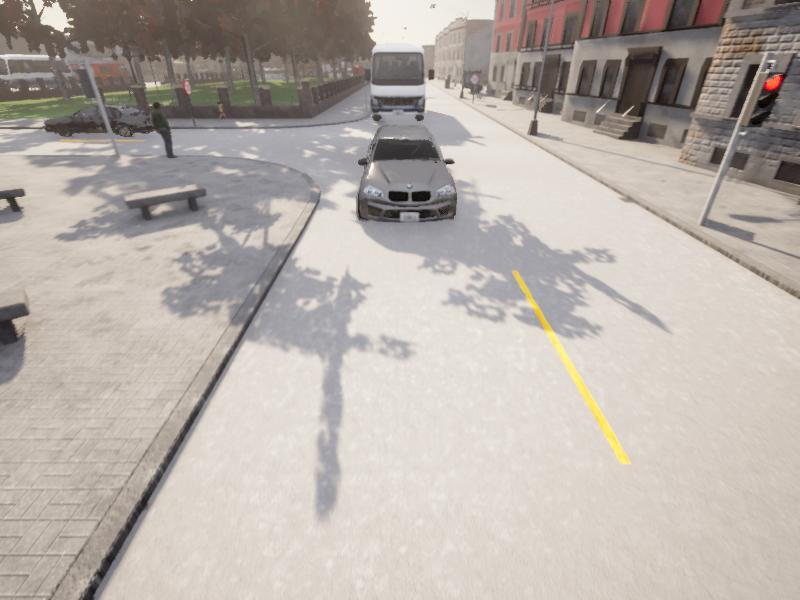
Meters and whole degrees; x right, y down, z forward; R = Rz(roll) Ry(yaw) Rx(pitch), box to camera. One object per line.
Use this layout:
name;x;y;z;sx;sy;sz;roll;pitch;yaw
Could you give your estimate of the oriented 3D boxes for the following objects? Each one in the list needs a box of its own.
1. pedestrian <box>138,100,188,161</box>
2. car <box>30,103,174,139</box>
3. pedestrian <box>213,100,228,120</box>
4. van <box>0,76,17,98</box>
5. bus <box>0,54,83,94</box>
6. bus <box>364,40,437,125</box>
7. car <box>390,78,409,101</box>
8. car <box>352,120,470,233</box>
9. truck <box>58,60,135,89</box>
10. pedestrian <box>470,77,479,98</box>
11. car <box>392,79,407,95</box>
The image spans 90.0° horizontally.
pedestrian;-8.300;-5.977;14.090;0.751;1.860;0.751;11;32;18
car;-14.567;-8.918;19.848;5.357;1.411;2.033;1;30;1
pedestrian;-10.991;-11.645;24.546;0.500;1.100;0.500;0;30;0
van;-45.168;-23.348;43.914;1.775;1.987;4.442;-1;30;-2
bus;-48.708;-30.013;53.060;3.944;4.253;10.273;3;30;5
bus;0.042;-14.797;27.063;3.944;4.253;10.273;0;30;0
car;-0.063;-21.742;41.267;1.905;1.878;3.866;0;30;0
car;0.141;-3.310;9.993;2.242;1.667;4.611;-1;30;-2
truck;-46.914;-35.093;62.158;8.468;3.827;2.891;-25;39;-36
pedestrian;7.774;-22.302;41.997;0.751;1.860;0.751;4;31;8
car;-0.082;-28.747;53.884;1.930;1.638;5.238;0;30;0
